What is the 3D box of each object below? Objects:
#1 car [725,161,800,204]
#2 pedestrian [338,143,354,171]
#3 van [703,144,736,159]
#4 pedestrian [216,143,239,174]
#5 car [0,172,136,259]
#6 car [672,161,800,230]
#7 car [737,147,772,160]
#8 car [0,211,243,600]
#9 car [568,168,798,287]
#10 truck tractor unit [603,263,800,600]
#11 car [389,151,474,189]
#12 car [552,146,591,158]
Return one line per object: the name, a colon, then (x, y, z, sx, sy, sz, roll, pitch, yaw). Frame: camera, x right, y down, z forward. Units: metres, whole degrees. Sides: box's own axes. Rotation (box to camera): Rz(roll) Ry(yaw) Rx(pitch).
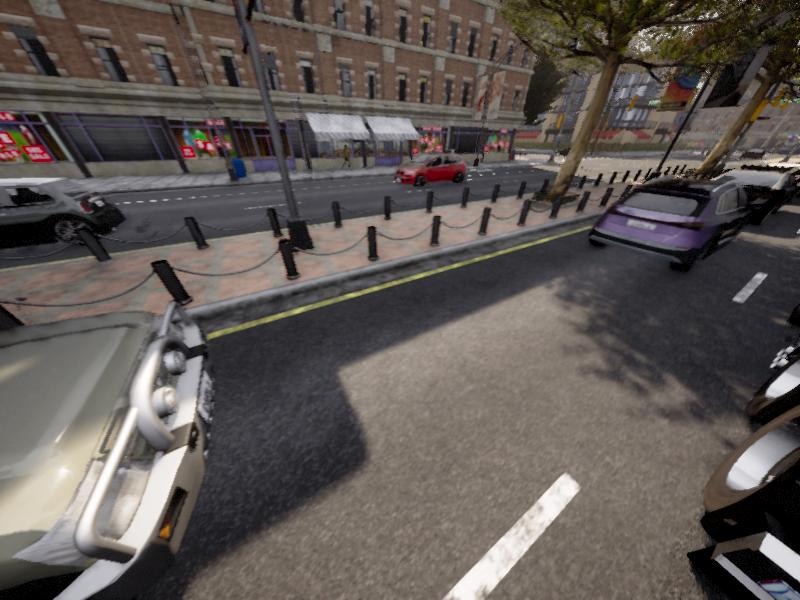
car: (18.908, -5.944, 11.493, 3.806, 1.475, 1.970, -16, 38, -22)
pedestrian: (-4.405, -11.720, 18.915, 0.751, 1.860, 0.751, -21, 40, -28)
van: (53.873, -25.079, 38.981, 4.442, 1.987, 1.775, -18, 39, -24)
pedestrian: (-12.340, -10.165, 16.590, 0.751, 1.860, 0.751, -17, 38, -23)
car: (-9.622, -2.013, 5.525, 3.806, 1.475, 1.970, -19, 39, -25)
car: (13.000, -4.097, 8.626, 5.238, 1.638, 1.930, -18, 39, -24)
car: (57.683, -23.868, 37.580, 5.238, 1.638, 1.930, -18, 39, -24)
car: (-3.472, 1.145, 0.681, 4.605, 1.855, 1.932, -17, 38, -25)
car: (6.897, -2.112, 5.712, 4.856, 1.649, 2.033, -18, 39, -24)
truck tractor unit: (5.109, -0.299, 0.798, 6.516, 4.208, 3.053, -18, 39, -24)
car: (1.921, -8.091, 14.232, 4.611, 1.667, 2.242, -18, 39, -24)
car: (29.002, -25.149, 39.243, 1.837, 1.490, 4.892, -17, 38, -24)
